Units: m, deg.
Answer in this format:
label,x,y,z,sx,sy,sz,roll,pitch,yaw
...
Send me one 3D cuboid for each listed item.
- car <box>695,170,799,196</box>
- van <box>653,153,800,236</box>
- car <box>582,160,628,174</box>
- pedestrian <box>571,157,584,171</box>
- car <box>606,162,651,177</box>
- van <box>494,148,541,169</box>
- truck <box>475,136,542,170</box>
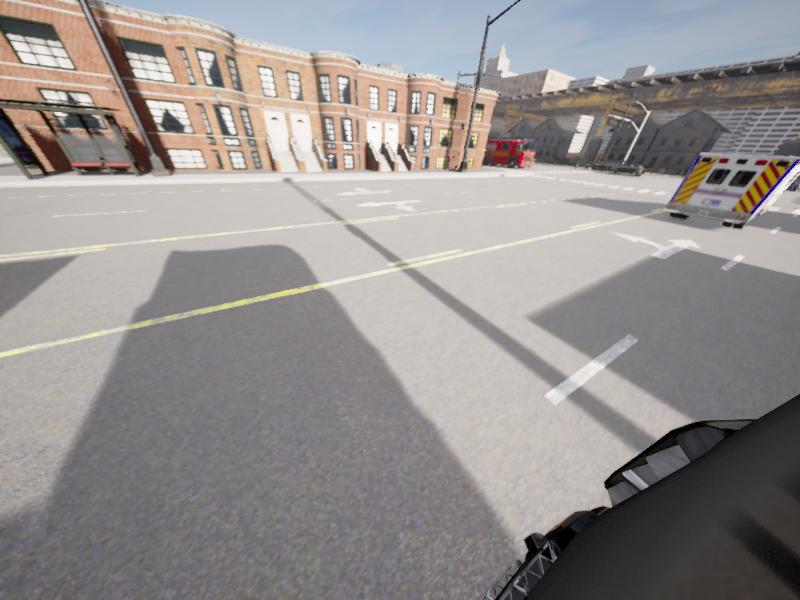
label,x,y,z,sx,sy,sz,roll,pitch,yaw
car,30.697,-10.531,20.663,5.008,1.535,1.882,10,34,9
van,14.345,-4.696,9.868,6.366,2.431,2.351,-16,38,-26
car,32.071,-20.920,36.251,1.837,1.490,4.892,-16,39,-26
pedestrian,27.063,-20.778,35.261,0.751,1.860,0.751,-12,37,-21
car,31.196,-17.922,31.668,1.789,1.549,3.705,-16,38,-26
van,18.802,-23.001,37.430,2.351,2.431,6.366,-16,38,-25
truck,16.032,-22.426,35.098,2.891,3.827,8.468,-16,38,-26
